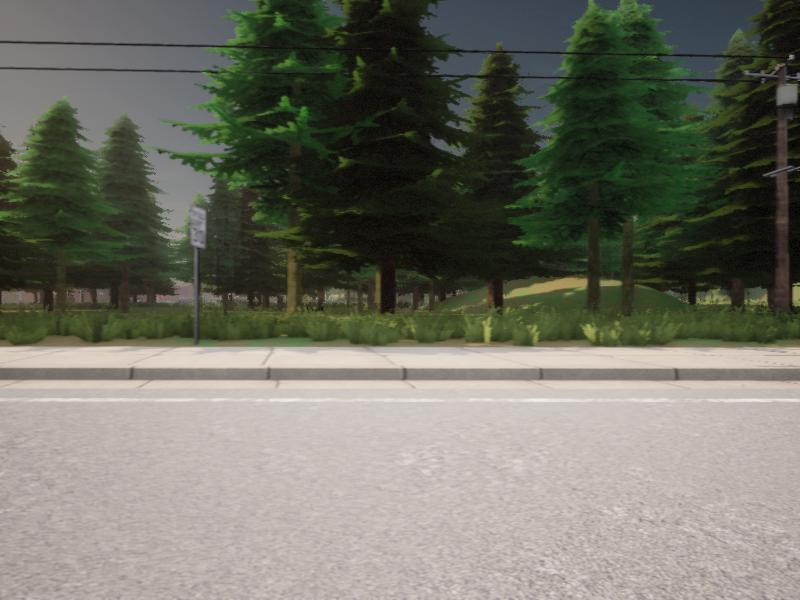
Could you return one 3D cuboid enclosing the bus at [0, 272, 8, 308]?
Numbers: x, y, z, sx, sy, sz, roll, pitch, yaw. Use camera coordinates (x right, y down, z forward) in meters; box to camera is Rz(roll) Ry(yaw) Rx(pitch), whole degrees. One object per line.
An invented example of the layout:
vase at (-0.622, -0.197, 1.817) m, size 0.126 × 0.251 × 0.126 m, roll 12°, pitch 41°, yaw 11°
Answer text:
bus at (-49.439, -1.172, 43.433) m, size 3.944 × 4.253 × 10.273 m, roll 0°, pitch 0°, yaw -1°
